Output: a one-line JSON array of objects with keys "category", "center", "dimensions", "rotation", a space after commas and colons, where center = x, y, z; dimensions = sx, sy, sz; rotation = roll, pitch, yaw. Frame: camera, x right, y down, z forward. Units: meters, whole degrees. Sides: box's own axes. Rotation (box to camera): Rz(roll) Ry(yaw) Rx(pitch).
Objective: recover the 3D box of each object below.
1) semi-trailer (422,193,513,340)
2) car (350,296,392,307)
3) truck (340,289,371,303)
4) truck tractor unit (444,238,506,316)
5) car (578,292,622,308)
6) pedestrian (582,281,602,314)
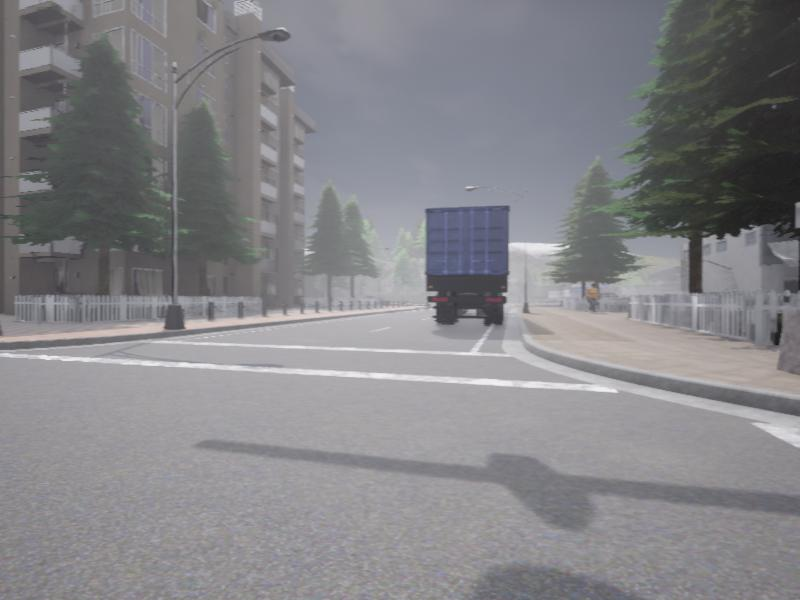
[{"category": "semi-trailer", "center": [3.448, -1.304, 19.233], "dimensions": [2.717, 4.402, 14.254], "rotation": [0, 3, 11]}, {"category": "car", "center": [-3.945, 0.183, 54.572], "dimensions": [5.357, 1.411, 2.033], "rotation": [0, 0, 16]}, {"category": "truck", "center": [-12.307, -1.143, 112.263], "dimensions": [8.468, 3.827, 2.891], "rotation": [0, 0, -3]}, {"category": "truck tractor unit", "center": [5.309, -1.307, 27.059], "dimensions": [3.053, 4.208, 6.516], "rotation": [5, -3, 17]}, {"category": "car", "center": [24.866, -0.010, 49.859], "dimensions": [4.605, 1.855, 1.932], "rotation": [0, 0, 16]}, {"category": "pedestrian", "center": [11.301, -0.141, 23.517], "dimensions": [0.751, 1.860, 0.751], "rotation": [0, 0, -9]}]
